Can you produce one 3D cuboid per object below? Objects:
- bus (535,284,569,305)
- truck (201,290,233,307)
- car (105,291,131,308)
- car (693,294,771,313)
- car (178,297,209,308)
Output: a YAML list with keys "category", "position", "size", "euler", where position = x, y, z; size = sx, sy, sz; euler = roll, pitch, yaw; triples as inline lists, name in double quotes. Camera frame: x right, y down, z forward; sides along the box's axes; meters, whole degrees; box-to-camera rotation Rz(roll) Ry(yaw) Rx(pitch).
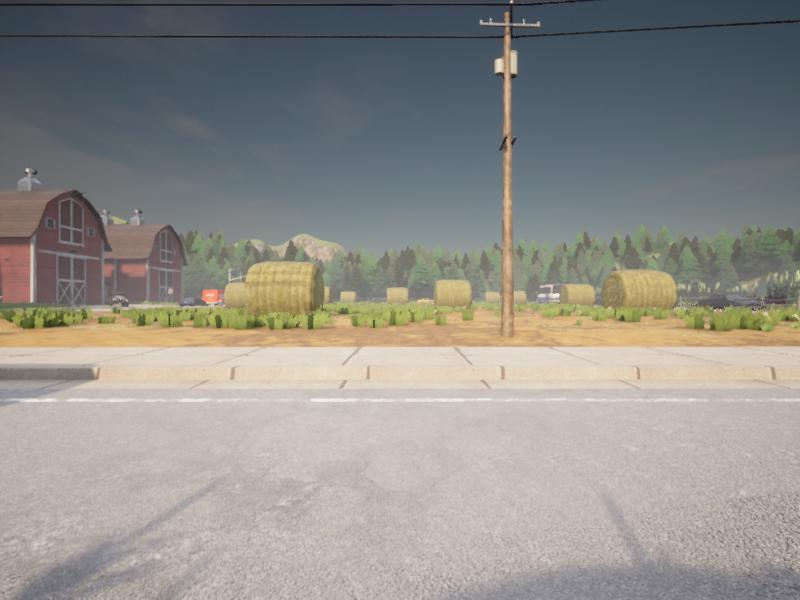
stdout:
- category: "bus"
  position: [32.913, -1.193, 87.345]
  size: [3.944, 4.253, 10.273]
  euler: [0, 0, 3]
- category: "truck"
  position: [-27.702, -0.254, 60.870]
  size: [2.627, 2.467, 5.204]
  euler: [0, 0, -1]
- category: "car"
  position: [-35.215, -0.117, 49.956]
  size: [1.905, 1.878, 3.866]
  euler: [8, -4, -43]
- category: "car"
  position: [26.642, 0.244, 32.430]
  size: [2.033, 1.411, 5.357]
  euler: [0, 0, 3]
- category: "car"
  position: [-27.587, 0.279, 53.502]
  size: [1.994, 1.385, 4.181]
  euler: [1, 0, 0]
